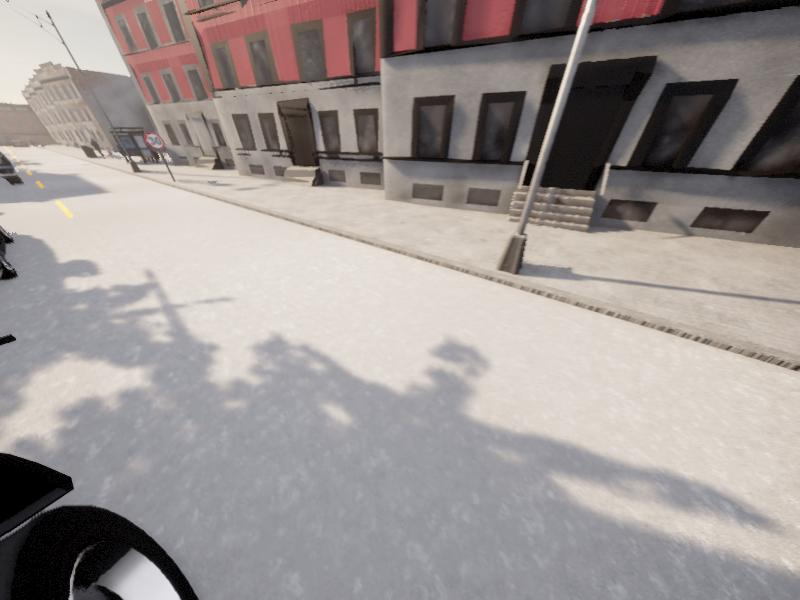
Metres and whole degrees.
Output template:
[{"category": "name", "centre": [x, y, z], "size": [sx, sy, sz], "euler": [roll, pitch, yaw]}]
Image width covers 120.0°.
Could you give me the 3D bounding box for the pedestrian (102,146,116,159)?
[{"category": "pedestrian", "centre": [-31.882, -16.178, 25.318], "size": [0.500, 1.100, 0.500], "euler": [28, 43, 33]}]

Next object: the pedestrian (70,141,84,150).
[{"category": "pedestrian", "centre": [-53.953, -25.781, 38.577], "size": [0.751, 1.300, 0.751], "euler": [16, 38, 20]}]

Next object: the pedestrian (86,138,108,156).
[{"category": "pedestrian", "centre": [-36.525, -18.435, 27.847], "size": [0.751, 1.860, 0.751], "euler": [24, 41, 30]}]

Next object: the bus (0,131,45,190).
[{"category": "bus", "centre": [-24.243, -8.576, 12.141], "size": [10.273, 4.253, 3.944], "euler": [22, 41, 28]}]

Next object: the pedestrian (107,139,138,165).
[{"category": "pedestrian", "centre": [-24.105, -12.883, 20.097], "size": [0.751, 1.860, 0.751], "euler": [15, 38, 20]}]

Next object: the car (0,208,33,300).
[{"category": "car", "centre": [-9.262, -1.177, 4.277], "size": [5.357, 1.411, 2.033], "euler": [23, 41, 28]}]
